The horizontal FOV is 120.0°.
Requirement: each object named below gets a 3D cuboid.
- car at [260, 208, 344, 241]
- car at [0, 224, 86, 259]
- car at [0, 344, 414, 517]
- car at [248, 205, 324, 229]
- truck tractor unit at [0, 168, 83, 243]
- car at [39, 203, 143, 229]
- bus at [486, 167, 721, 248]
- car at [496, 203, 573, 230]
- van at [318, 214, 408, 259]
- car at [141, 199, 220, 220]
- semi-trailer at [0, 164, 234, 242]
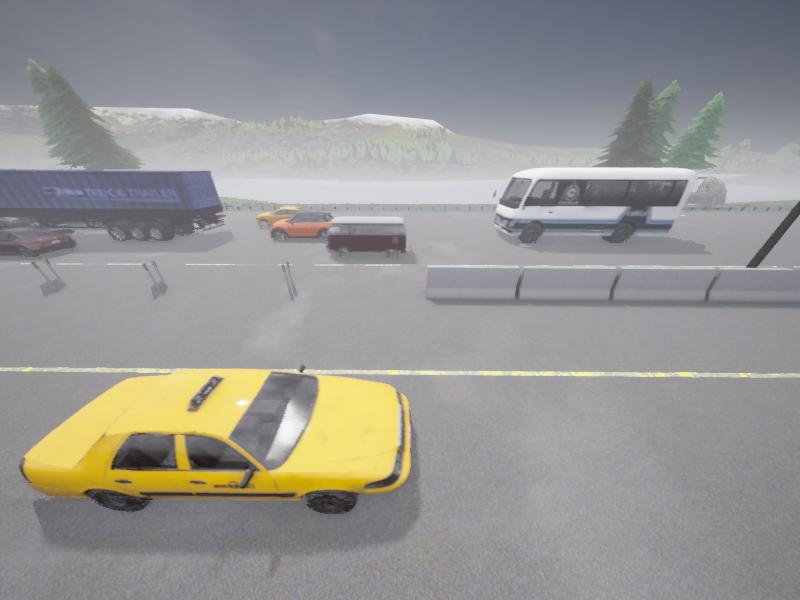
[{"bbox_3d":[-6.467,-5.185,15.793,4.553,1.767,2.097,0,30,1],"label":"car"},{"bbox_3d":[-21.372,-3.328,13.002,4.181,1.385,1.994,0,30,0],"label":"car"},{"bbox_3d":[-2.526,1.927,3.685,5.366,1.575,1.801,0,30,0],"label":"car"},{"bbox_3d":[-9.125,-6.838,18.913,5.008,1.535,1.882,0,30,1],"label":"car"},{"bbox_3d":[-27.586,-6.347,15.374,6.516,4.208,3.053,0,30,0],"label":"truck tractor unit"},{"bbox_3d":[-25.185,-6.960,19.036,5.027,1.651,2.152,0,30,1],"label":"car"},{"bbox_3d":[11.706,-6.092,14.909,10.273,4.253,3.944,0,30,0],"label":"bus"},{"bbox_3d":[10.677,-6.791,18.700,4.611,1.667,2.242,0,30,0],"label":"car"},{"bbox_3d":[-1.835,-3.494,12.672,4.442,1.987,1.775,0,30,0],"label":"van"},{"bbox_3d":[-20.745,-8.668,22.038,5.366,1.575,1.801,0,30,1],"label":"car"},{"bbox_3d":[-19.668,-6.394,15.259,14.254,4.402,2.717,0,30,1],"label":"semi-trailer"}]
